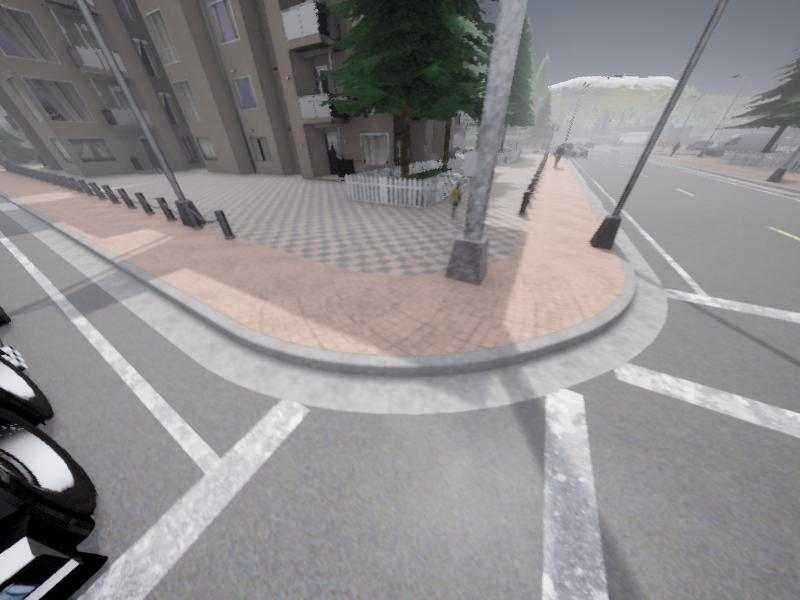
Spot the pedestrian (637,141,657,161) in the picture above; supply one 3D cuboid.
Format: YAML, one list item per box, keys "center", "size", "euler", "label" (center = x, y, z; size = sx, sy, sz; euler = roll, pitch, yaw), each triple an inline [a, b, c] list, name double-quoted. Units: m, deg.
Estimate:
- center: [28.119, -16.973, 26.340]
  size: [0.751, 1.860, 0.751]
  euler: [22, 41, 28]
  label: "pedestrian"

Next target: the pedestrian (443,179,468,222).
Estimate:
- center: [1.693, -3.075, 7.145]
  size: [0.500, 1.100, 0.500]
  euler: [16, 38, 22]
  label: "pedestrian"

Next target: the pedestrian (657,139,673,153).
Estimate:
- center: [40.722, -23.700, 35.530]
  size: [0.751, 1.860, 0.751]
  euler: [18, 39, 24]
  label: "pedestrian"

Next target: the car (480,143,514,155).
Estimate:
- center: [16.532, -25.832, 39.510]
  size: [5.008, 1.535, 1.882]
  euler: [17, 39, 24]
  label: "car"

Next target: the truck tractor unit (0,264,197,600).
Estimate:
- center: [-5.118, -0.291, 0.789]
  size: [6.516, 4.208, 3.053]
  euler: [18, 39, 24]
  label: "truck tractor unit"

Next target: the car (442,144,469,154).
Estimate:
- center: [10.158, -27.775, 42.440]
  size: [4.193, 1.474, 1.816]
  euler: [17, 39, 24]
  label: "car"

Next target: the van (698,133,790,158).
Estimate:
- center: [44.070, -20.029, 29.932]
  size: [5.915, 2.561, 1.988]
  euler: [17, 39, 23]
  label: "van"

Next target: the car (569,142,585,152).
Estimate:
- center: [35.389, -30.704, 46.281]
  size: [2.007, 1.525, 4.514]
  euler: [17, 38, 23]
  label: "car"

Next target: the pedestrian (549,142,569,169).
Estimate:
- center: [12.978, -11.808, 18.868]
  size: [0.751, 1.860, 0.751]
  euler: [17, 39, 23]
  label: "pedestrian"

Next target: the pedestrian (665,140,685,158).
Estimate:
- center: [34.401, -18.840, 28.909]
  size: [0.751, 1.860, 0.751]
  euler: [-27, 43, -32]
  label: "pedestrian"

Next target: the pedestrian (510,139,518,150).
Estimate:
- center: [23.486, -32.010, 47.632]
  size: [0.751, 1.860, 0.751]
  euler: [-27, 43, -32]
  label: "pedestrian"

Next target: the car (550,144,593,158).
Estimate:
- center: [24.313, -21.348, 32.983]
  size: [2.007, 1.525, 4.514]
  euler: [-11, 36, -15]
  label: "car"
